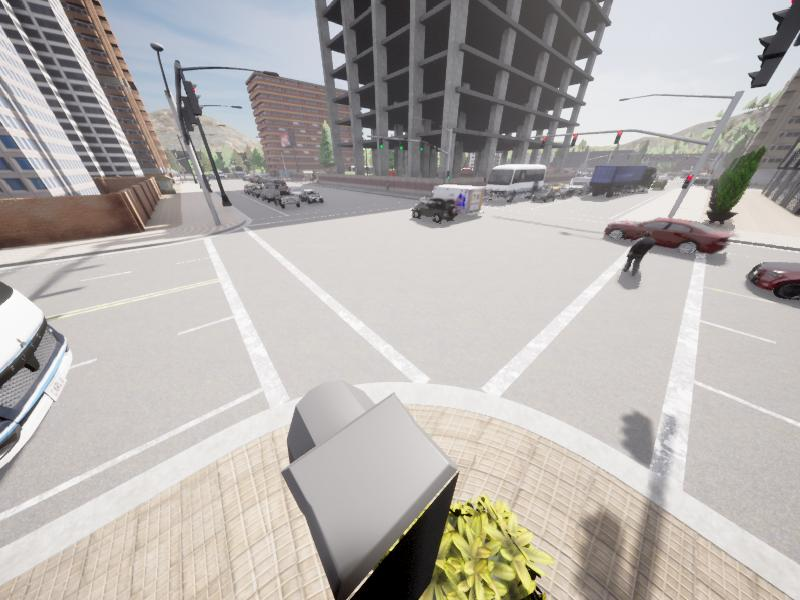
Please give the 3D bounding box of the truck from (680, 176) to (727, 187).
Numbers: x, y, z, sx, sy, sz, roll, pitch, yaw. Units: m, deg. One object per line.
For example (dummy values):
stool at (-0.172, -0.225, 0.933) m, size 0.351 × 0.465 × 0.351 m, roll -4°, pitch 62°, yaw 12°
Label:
truck at (70.737, -27.861, 54.082) m, size 2.390 × 2.098 × 6.274 m, roll -23°, pitch 37°, yaw -35°

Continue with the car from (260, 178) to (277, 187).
car at (-31.422, -28.024, 55.066) m, size 2.128 × 1.511 × 4.902 m, roll -22°, pitch 37°, yaw -34°

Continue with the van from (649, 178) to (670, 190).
van at (52.527, -23.504, 46.729) m, size 4.442 × 1.987 × 1.775 m, roll -23°, pitch 37°, yaw -34°

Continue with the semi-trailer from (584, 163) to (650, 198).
semi-trailer at (34.624, -19.099, 36.658) m, size 14.254 × 4.402 × 2.717 m, roll -19°, pitch 35°, yaw -30°

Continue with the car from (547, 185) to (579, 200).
car at (23.938, -15.821, 33.898) m, size 4.902 × 1.511 × 2.128 m, roll -23°, pitch 37°, yaw -34°

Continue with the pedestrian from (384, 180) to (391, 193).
pedestrian at (-2.060, -19.092, 38.864) m, size 0.751 × 1.860 × 0.751 m, roll -21°, pitch 36°, yaw -32°

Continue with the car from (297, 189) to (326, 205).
car at (-11.249, -13.098, 29.215) m, size 1.970 × 1.475 × 3.806 m, roll -22°, pitch 37°, yaw -33°

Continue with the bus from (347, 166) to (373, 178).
bus at (-16.947, -54.637, 98.379) m, size 10.273 × 4.253 × 3.944 m, roll -23°, pitch 37°, yaw -34°

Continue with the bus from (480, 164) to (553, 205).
bus at (15.792, -15.784, 31.093) m, size 10.273 × 4.253 × 3.944 m, roll -23°, pitch 37°, yaw -34°

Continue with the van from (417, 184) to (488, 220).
van at (4.712, -9.545, 22.111) m, size 2.351 × 2.431 × 6.366 m, roll -24°, pitch 37°, yaw -35°

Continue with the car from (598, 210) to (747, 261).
car at (14.949, -3.880, 13.189) m, size 1.882 × 1.535 × 5.008 m, roll -16°, pitch 34°, yaw -25°

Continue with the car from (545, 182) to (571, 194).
car at (27.903, -19.813, 40.743) m, size 5.366 × 1.575 × 1.801 m, roll -23°, pitch 37°, yaw -34°

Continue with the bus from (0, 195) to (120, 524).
bus at (-9.885, 1.753, 0.719) m, size 10.273 × 4.253 × 3.944 m, roll -23°, pitch 37°, yaw -34°

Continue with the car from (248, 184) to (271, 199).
car at (-21.131, -16.369, 34.750) m, size 1.851 × 1.617 × 3.988 m, roll -22°, pitch 37°, yaw -34°

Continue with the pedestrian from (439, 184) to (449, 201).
pedestrian at (5.703, -13.913, 29.890) m, size 0.751 × 1.860 × 0.751 m, roll -19°, pitch 35°, yaw -30°

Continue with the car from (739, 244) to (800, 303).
car at (14.929, -0.468, 7.447) m, size 1.994 × 1.385 × 4.181 m, roll -24°, pitch 38°, yaw -35°

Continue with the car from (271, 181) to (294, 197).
car at (-18.776, -17.815, 36.971) m, size 1.905 × 1.878 × 3.866 m, roll -23°, pitch 37°, yaw -34°

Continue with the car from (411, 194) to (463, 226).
car at (2.957, -7.655, 19.373) m, size 1.905 × 1.878 × 3.866 m, roll -24°, pitch 37°, yaw -35°

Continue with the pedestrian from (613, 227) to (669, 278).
pedestrian at (9.772, -1.944, 9.464) m, size 0.751 × 1.860 × 0.751 m, roll 12°, pitch 32°, yaw 20°

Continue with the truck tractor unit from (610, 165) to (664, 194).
truck tractor unit at (41.298, -21.104, 40.377) m, size 6.516 × 4.208 × 3.053 m, roll -13°, pitch 32°, yaw -21°

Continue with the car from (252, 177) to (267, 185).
car at (-36.974, -31.452, 60.835) m, size 2.033 × 1.649 × 4.856 m, roll -22°, pitch 37°, yaw -34°

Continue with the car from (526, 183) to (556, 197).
car at (22.490, -17.570, 36.767) m, size 4.611 × 1.667 × 2.242 m, roll -23°, pitch 37°, yaw -34°

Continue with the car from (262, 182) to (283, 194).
car at (-22.848, -20.105, 41.335) m, size 1.837 × 1.490 × 4.892 m, roll -22°, pitch 37°, yaw -33°

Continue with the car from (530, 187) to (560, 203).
car at (19.024, -13.768, 30.300) m, size 3.705 × 1.549 × 1.789 m, roll -23°, pitch 37°, yaw -34°

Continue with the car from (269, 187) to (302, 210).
car at (-13.065, -11.646, 26.299) m, size 1.932 × 1.855 × 4.605 m, roll -21°, pitch 36°, yaw -32°

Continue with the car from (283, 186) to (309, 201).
car at (-14.901, -15.280, 33.028) m, size 1.812 × 1.442 × 4.674 m, roll -22°, pitch 37°, yaw -34°

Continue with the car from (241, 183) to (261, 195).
car at (-25.067, -18.693, 38.909) m, size 1.816 × 1.474 × 4.193 m, roll -22°, pitch 37°, yaw -34°

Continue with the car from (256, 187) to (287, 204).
car at (-17.016, -13.831, 30.482) m, size 2.163 × 1.488 × 4.792 m, roll -23°, pitch 37°, yaw -34°

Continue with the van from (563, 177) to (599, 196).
van at (29.749, -18.670, 37.915) m, size 6.366 × 2.431 × 2.351 m, roll -23°, pitch 37°, yaw -34°
